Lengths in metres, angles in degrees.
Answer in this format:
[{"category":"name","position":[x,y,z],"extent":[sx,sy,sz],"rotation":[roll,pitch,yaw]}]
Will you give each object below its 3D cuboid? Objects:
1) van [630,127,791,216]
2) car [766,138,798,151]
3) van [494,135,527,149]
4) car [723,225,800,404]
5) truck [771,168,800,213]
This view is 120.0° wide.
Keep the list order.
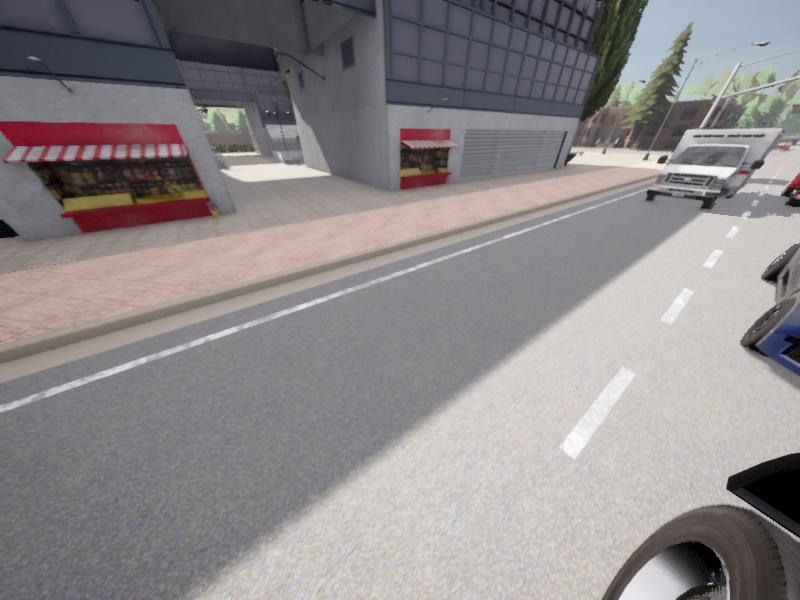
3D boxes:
[{"category":"van","position":[12.697,-5.470,9.452],"extent":[6.366,2.431,2.351],"rotation":[-22,41,-28]},{"category":"car","position":[66.538,-27.106,40.236],"extent":[4.553,1.767,2.097],"rotation":[-22,41,-28]},{"category":"van","position":[24.301,-35.011,51.116],"extent":[5.915,2.561,1.988],"rotation":[23,41,29]},{"category":"car","position":[6.318,-0.105,2.553],"extent":[4.611,1.667,2.242],"rotation":[-22,41,-28]},{"category":"truck","position":[16.603,-4.616,8.166],"extent":[5.204,2.467,2.627],"rotation":[-22,41,-28]}]
